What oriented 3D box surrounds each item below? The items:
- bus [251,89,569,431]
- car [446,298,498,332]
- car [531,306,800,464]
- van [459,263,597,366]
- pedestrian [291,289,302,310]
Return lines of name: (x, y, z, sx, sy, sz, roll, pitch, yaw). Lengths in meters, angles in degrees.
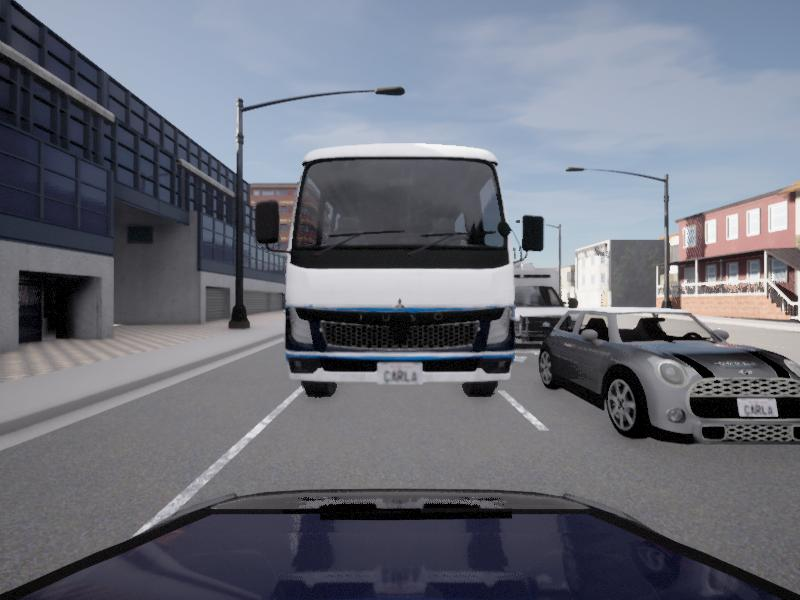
bus: (0.123, -0.575, 10.129, 3.944, 4.253, 10.273, 0, 1, 0)
car: (3.500, 0.674, 20.334, 1.812, 1.442, 4.674, 0, 1, 0)
car: (3.502, 0.852, 5.780, 1.970, 1.475, 3.806, 0, 0, 0)
van: (3.500, 0.310, 12.675, 2.351, 2.431, 6.366, 0, 1, 0)
pedestrian: (-9.516, -0.024, 36.765, 0.751, 1.860, 0.751, 0, 0, 1)
